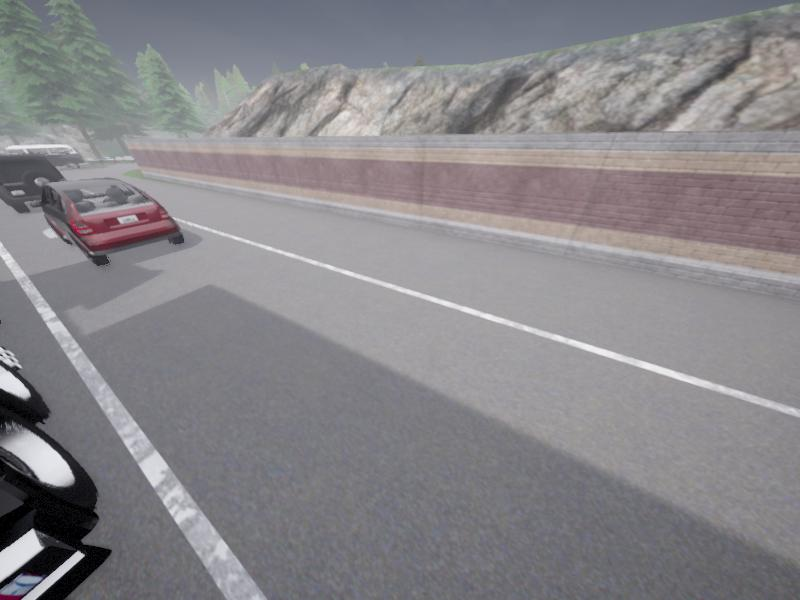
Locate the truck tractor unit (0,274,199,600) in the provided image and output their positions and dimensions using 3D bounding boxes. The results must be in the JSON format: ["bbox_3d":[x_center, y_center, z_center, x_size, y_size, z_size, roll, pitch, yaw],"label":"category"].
[{"bbox_3d":[-5.127,-0.285,0.752,6.516,4.208,3.053,18,39,23],"label":"truck tractor unit"}]

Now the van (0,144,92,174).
[{"bbox_3d":[-32.660,-13.161,21.386,4.480,2.038,2.069,-29,46,-34],"label":"van"}]

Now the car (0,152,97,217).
[{"bbox_3d":[-15.060,-4.846,9.431,3.866,1.878,1.905,18,39,25],"label":"car"}]

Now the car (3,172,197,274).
[{"bbox_3d":[-7.376,-2.145,5.772,3.705,1.549,1.789,18,39,25],"label":"car"}]
